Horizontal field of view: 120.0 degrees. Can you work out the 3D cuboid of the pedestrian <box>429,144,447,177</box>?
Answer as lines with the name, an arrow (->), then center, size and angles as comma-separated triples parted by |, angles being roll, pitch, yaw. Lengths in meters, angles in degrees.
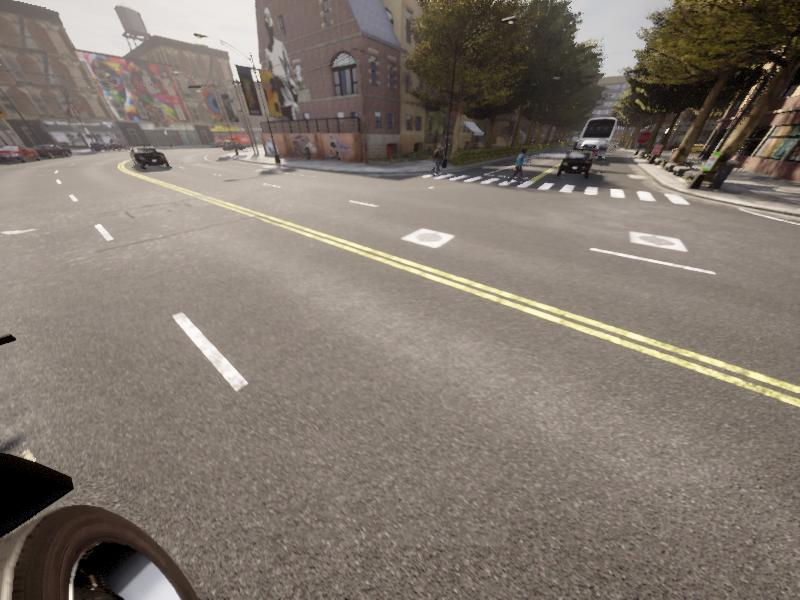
pedestrian -> 2.542, -9.476, 15.701 | 0.751, 1.860, 0.751 | 22, 41, 28

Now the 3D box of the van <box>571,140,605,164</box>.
van -> 20.814, -16.384, 25.516 | 2.069, 2.038, 4.480 | 23, 41, 29

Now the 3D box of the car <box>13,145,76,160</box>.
car -> -41.242, -17.328, 27.023 | 1.895, 1.301, 4.718 | -14, 38, -19

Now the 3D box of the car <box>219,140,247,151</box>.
car -> -33.441, -31.158, 46.488 | 2.242, 1.667, 4.611 | 1, 35, 1

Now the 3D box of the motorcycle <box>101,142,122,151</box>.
motorcycle -> -48.551, -25.849, 38.884 | 1.805, 1.236, 0.856 | -29, 44, -35

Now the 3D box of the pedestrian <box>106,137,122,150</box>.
pedestrian -> -50.364, -27.529, 40.629 | 0.751, 1.860, 0.751 | 2, 35, 3

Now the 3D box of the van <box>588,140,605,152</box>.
van -> 39.764, -31.205, 46.720 | 1.775, 1.987, 4.442 | 23, 41, 29

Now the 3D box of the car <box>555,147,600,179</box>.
car -> 13.335, -10.327, 17.222 | 1.930, 1.638, 5.238 | 22, 41, 28

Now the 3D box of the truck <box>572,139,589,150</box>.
truck -> 43.995, -37.948, 56.212 | 2.390, 2.098, 6.274 | 23, 41, 29

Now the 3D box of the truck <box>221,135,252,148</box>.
truck -> -38.640, -37.695, 54.903 | 2.627, 2.467, 5.204 | 10, 36, 14

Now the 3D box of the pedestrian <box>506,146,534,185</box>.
pedestrian -> 6.811, -7.641, 13.133 | 0.751, 1.860, 0.751 | 26, 42, 31

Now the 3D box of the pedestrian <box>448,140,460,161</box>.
pedestrian -> 5.814, -16.182, 24.968 | 0.751, 1.860, 0.751 | 19, 39, 25

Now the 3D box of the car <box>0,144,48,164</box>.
car -> -38.268, -14.555, 22.985 | 2.002, 1.452, 4.674 | -21, 40, -27

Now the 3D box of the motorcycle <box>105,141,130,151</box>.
motorcycle -> -48.773, -26.634, 39.946 | 2.356, 1.277, 0.764 | -29, 44, -35

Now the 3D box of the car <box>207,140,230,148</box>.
car -> -42.589, -36.639, 54.315 | 1.970, 1.475, 3.806 | 8, 36, 11

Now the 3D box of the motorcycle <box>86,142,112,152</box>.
motorcycle -> -48.755, -24.866, 37.438 | 2.209, 1.251, 0.867 | -29, 44, -35

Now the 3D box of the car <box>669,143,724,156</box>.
car -> 50.113, -25.597, 39.199 | 5.366, 1.575, 1.801 | 23, 41, 28

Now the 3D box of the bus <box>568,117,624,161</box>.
bus -> 26.792, -22.086, 31.731 | 3.944, 4.253, 10.273 | 23, 41, 29

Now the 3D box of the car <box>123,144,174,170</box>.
car -> -21.753, -12.410, 19.909 | 5.238, 1.638, 1.930 | 27, 43, 33
